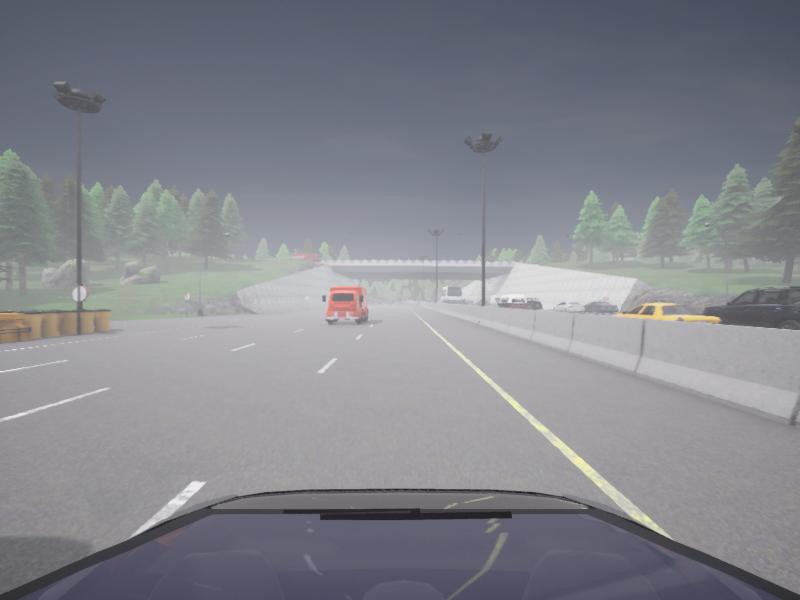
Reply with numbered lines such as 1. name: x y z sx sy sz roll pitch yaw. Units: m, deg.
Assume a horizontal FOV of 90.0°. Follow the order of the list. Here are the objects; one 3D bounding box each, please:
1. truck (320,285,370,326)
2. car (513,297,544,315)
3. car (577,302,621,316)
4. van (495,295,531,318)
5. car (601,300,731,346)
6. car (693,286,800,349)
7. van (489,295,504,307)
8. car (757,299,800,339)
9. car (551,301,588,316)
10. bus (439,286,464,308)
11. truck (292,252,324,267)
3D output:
1. truck: -3.500 0.348 26.669 2.627 2.467 5.204 0 0 0
2. car: 14.000 0.639 43.792 1.932 1.855 4.605 0 0 0
3. car: 21.000 0.880 42.592 2.033 1.411 5.357 0 0 0
4. van: 10.501 0.559 37.562 2.069 2.038 4.480 0 0 0
5. car: 10.500 0.796 16.463 1.801 1.575 5.366 0 0 0
6. car: 14.000 0.563 14.850 2.150 2.045 5.566 0 0 0
7. van: 21.001 0.272 87.280 1.988 2.561 5.915 0 0 0
8. car: 17.499 0.775 15.898 2.152 1.651 5.027 0 0 0
9. car: 17.499 0.856 41.495 1.812 1.442 4.674 0 0 0
10. bus: 10.376 -0.565 81.964 3.944 4.253 10.273 0 0 0
11. truck: -25.940 -11.362 112.884 8.468 3.827 2.891 0 0 0
